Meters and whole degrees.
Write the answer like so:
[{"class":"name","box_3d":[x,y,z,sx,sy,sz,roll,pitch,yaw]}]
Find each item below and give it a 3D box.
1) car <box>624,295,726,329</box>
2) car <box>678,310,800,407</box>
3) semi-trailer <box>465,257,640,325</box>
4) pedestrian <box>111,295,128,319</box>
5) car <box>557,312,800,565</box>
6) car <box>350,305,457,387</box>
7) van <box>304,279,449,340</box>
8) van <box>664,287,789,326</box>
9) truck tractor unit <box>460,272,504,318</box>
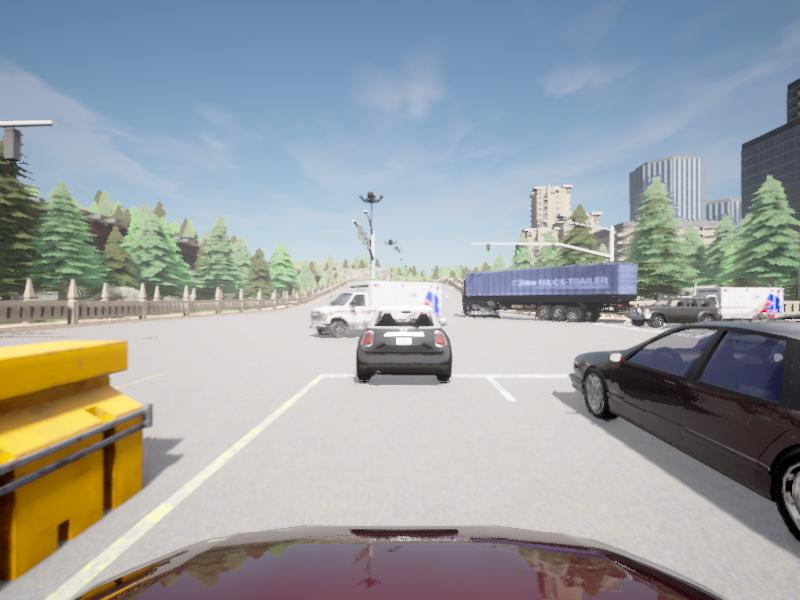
[{"class":"car","box_3d":[15.847,0.687,23.238,4.605,1.855,1.932,0,0,-1]},{"class":"car","box_3d":[7.051,0.918,6.664,1.994,1.385,4.181,0,0,2]},{"class":"semi-trailer","box_3d":[11.281,-0.582,32.548,2.717,4.402,14.254,-1,0,-34]},{"class":"pedestrian","box_3d":[-21.579,0.527,30.757,0.751,1.860,0.751,0,0,2]},{"class":"car","box_3d":[3.471,0.901,3.718,2.033,1.411,5.357,0,0,2]},{"class":"car","box_3d":[0.121,0.867,9.265,1.970,1.475,3.806,0,0,2]},{"class":"van","box_3d":[-0.961,0.404,18.611,6.366,2.431,2.351,0,-1,-32]},{"class":"van","box_3d":[21.664,0.416,26.750,6.366,2.431,2.351,0,0,2]},{"class":"truck tractor unit","box_3d":[7.906,-0.468,39.427,3.053,4.208,6.516,0,0,0]}]
